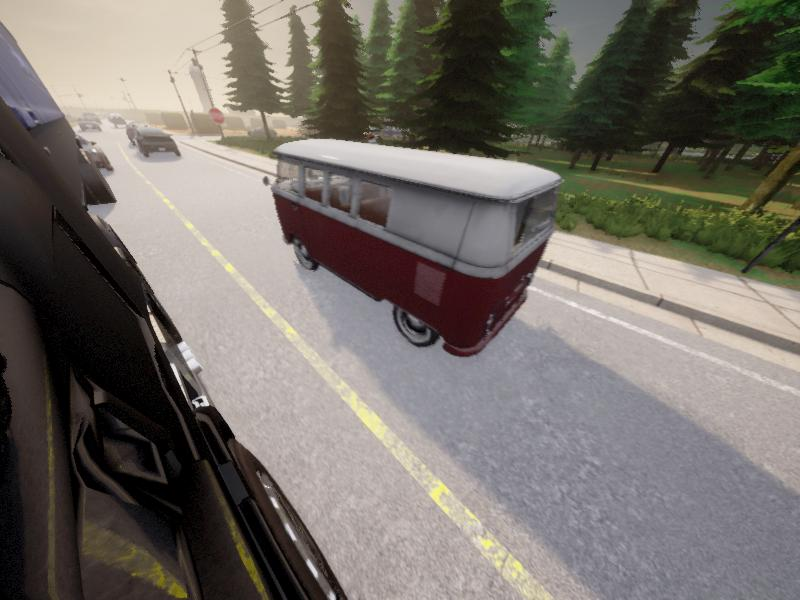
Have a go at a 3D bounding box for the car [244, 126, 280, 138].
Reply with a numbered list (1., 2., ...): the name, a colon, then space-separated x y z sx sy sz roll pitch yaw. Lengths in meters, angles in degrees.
1. car: -21.515 -26.187 36.053 1.994 1.385 4.181 29 44 30

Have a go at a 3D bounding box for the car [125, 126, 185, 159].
1. car: -16.509 -10.657 15.522 4.892 1.490 1.837 32 46 33

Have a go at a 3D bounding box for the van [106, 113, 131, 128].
1. van: -52.650 -33.532 43.181 4.480 2.038 2.069 32 46 33

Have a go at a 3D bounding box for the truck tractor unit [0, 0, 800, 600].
1. truck tractor unit: -2.645 -0.295 0.351 6.516 4.208 3.053 28 44 30

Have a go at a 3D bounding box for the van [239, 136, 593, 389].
1. van: -0.322 -1.185 3.562 4.442 1.987 1.775 31 45 32

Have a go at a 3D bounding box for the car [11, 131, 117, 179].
1. car: -14.821 -6.645 10.413 4.181 1.385 1.994 31 45 32

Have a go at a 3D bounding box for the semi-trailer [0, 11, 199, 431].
1. semi-trailer: -8.548 -3.709 4.361 14.254 4.402 2.717 30 45 31

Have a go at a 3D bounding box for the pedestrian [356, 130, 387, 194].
1. pedestrian: -0.994 -4.944 8.339 0.751 1.860 0.751 26 43 28

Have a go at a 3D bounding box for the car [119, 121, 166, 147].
1. car: -23.011 -15.027 20.812 2.152 1.651 5.027 -25 45 -32
